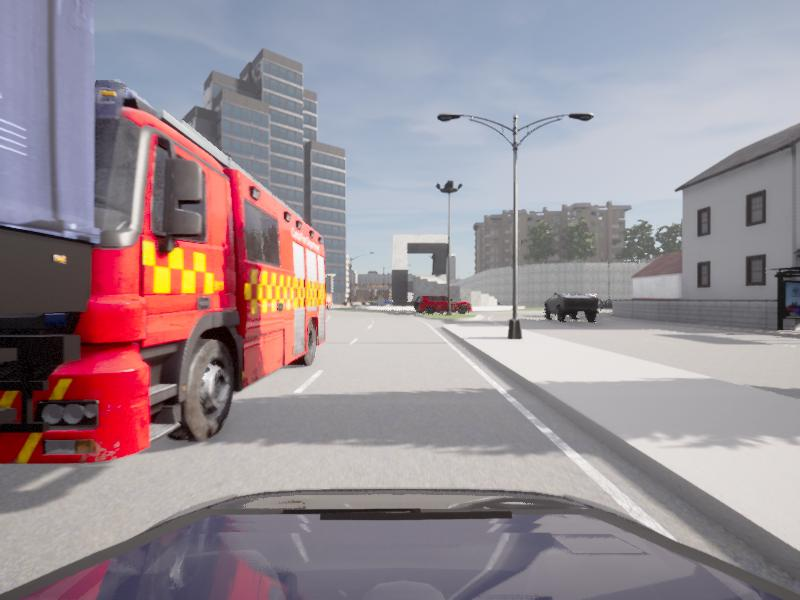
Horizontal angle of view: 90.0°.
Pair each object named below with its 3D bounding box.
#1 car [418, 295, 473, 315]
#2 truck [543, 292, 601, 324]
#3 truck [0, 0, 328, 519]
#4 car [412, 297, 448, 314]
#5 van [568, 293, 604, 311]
[{"bbox_3d":[4.694,0.511,41.465,5.566,2.045,2.150,0,0,6],"label":"car"},{"bbox_3d":[12.369,0.500,29.361,2.390,2.098,6.274,0,0,8],"label":"truck"},{"bbox_3d":[-3.496,-0.328,7.161,2.891,3.827,8.468,0,0,0],"label":"truck"},{"bbox_3d":[3.440,0.581,45.120,3.866,1.878,1.905,0,0,9],"label":"car"},{"bbox_3d":[26.922,0.296,57.735,6.366,2.431,2.351,0,0,-42],"label":"van"}]
